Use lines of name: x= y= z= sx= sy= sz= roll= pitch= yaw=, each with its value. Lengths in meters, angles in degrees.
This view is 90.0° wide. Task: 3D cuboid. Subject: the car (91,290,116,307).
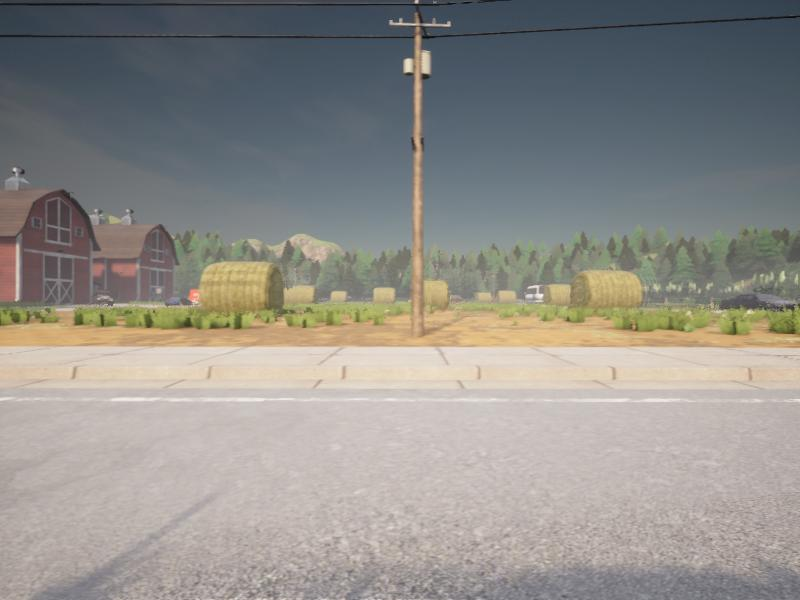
car: x=-37.096 y=-0.188 z=50.028 sx=1.905 sy=1.878 sz=3.866 roll=8 pitch=-4 yaw=-43

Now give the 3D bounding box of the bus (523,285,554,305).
bus: x=31.296 y=-1.133 z=90.893 sx=3.944 sy=4.253 sz=10.273 roll=0 pitch=0 yaw=3

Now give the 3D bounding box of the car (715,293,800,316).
car: x=24.448 y=0.291 z=27.203 sx=2.033 sy=1.411 sz=5.357 roll=0 pitch=0 yaw=3

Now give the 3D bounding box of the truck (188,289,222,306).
truck: x=-29.563 y=-0.311 z=60.928 sx=2.627 sy=2.467 sz=5.204 roll=0 pitch=0 yaw=-1

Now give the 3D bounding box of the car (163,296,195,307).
car: x=-29.462 y=0.223 z=53.559 sx=1.994 sy=1.385 sz=4.181 roll=1 pitch=0 yaw=0
